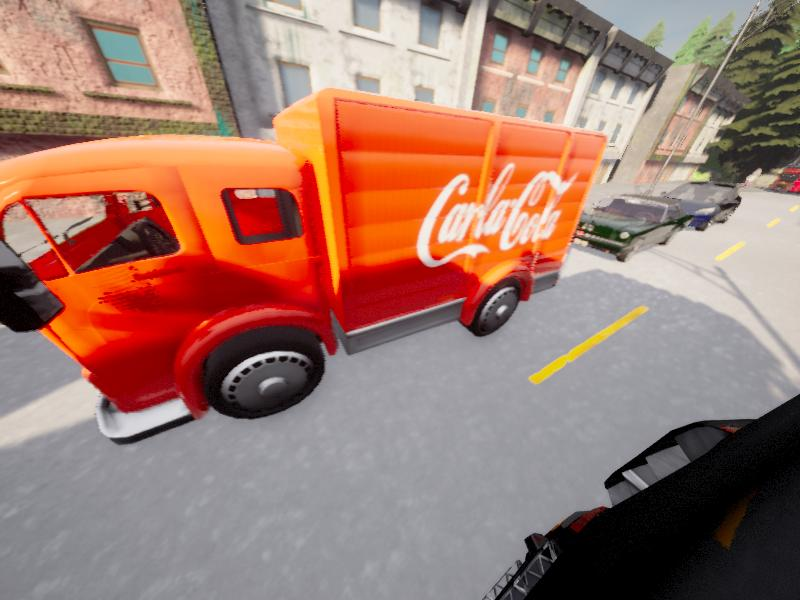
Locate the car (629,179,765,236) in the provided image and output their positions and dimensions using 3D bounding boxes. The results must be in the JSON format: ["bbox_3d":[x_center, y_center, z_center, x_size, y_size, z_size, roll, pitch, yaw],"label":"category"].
[{"bbox_3d":[12.286,-4.016,9.583,4.792,1.488,2.163,-16,38,-26],"label":"car"}]

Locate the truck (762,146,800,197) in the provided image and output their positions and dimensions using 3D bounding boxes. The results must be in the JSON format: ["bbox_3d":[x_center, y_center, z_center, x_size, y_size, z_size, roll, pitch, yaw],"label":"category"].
[{"bbox_3d":[37.897,-10.066,18.442,8.468,3.827,2.891,18,36,22],"label":"truck"}]

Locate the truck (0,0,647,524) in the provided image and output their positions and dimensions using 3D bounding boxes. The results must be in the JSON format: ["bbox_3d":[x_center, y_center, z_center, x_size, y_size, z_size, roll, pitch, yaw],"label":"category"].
[{"bbox_3d":[-0.319,-0.817,2.943,5.204,2.467,2.627,-16,38,-26],"label":"truck"}]

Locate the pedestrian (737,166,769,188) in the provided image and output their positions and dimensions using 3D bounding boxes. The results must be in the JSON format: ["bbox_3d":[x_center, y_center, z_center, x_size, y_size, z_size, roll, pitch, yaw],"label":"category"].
[{"bbox_3d":[35.668,-12.388,23.351,0.751,1.860,0.751,18,36,22],"label":"pedestrian"}]

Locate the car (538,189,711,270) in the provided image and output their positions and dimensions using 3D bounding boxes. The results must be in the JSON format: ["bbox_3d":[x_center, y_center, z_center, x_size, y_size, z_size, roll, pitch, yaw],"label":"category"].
[{"bbox_3d":[6.560,-2.296,6.739,4.718,1.301,1.895,-16,38,-26],"label":"car"}]
